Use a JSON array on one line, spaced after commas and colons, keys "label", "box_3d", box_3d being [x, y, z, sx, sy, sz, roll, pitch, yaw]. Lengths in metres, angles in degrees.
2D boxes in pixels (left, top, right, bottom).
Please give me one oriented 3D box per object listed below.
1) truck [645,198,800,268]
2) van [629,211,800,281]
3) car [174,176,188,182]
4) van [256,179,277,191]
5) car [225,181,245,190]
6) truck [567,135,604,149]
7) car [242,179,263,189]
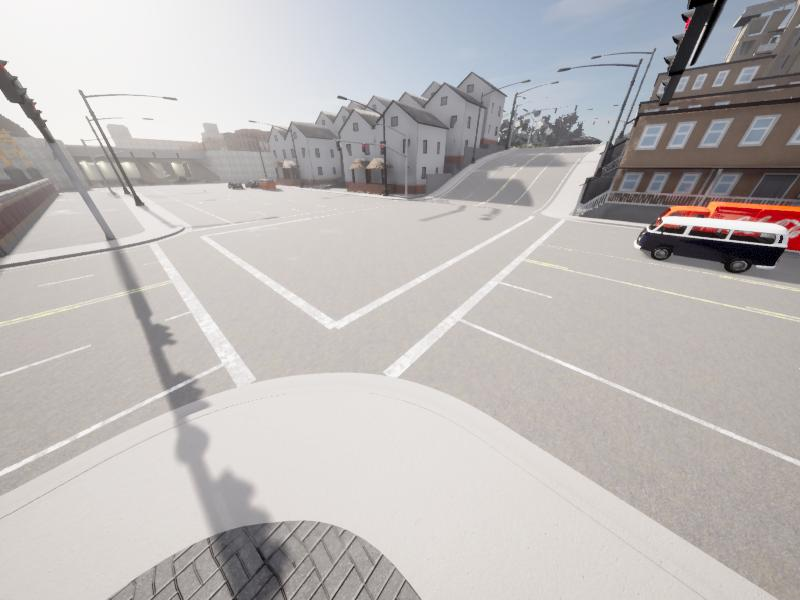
[{"label": "truck", "box_3d": [17.589, -3.927, 12.639, 5.204, 2.467, 2.627, 25, 38, 36]}, {"label": "van", "box_3d": [14.563, -2.824, 11.159, 4.480, 2.038, 2.069, 24, 38, 35]}, {"label": "car", "box_3d": [-68.519, -37.874, 72.268, 5.238, 1.638, 1.930, 23, 37, 34]}, {"label": "van", "box_3d": [-27.190, -23.565, 47.136, 4.442, 1.987, 1.775, 24, 38, 35]}, {"label": "car", "box_3d": [-35.336, -24.596, 49.454, 4.514, 1.525, 2.007, 24, 38, 35]}, {"label": "truck", "box_3d": [42.894, -36.568, 53.541, 6.274, 2.098, 2.390, 24, 38, 35]}, {"label": "car", "box_3d": [-32.884, -25.887, 51.600, 4.611, 1.667, 2.242, 24, 38, 35]}]
